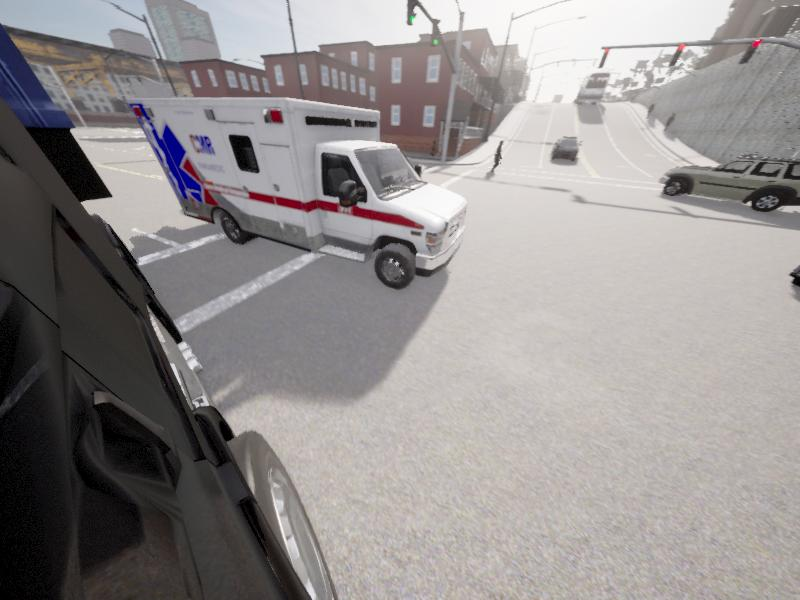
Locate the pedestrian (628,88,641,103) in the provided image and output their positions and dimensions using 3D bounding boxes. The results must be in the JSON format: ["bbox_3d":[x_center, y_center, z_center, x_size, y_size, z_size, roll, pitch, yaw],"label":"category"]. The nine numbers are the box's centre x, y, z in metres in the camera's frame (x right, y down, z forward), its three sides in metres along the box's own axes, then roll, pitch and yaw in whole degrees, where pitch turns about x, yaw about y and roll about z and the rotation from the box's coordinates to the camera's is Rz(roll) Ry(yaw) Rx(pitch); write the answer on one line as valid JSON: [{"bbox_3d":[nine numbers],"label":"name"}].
[{"bbox_3d":[42.032,-36.702,41.454,0.751,1.860,0.751,17,39,18],"label":"pedestrian"}]

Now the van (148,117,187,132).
[{"bbox_3d":[-43.857,-33.137,43.679,1.775,1.987,4.442,18,39,20],"label":"van"}]

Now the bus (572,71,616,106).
[{"bbox_3d":[35.022,-38.700,42.354,3.944,4.253,10.273,18,46,20],"label":"bus"}]

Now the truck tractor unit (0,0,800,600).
[{"bbox_3d":[-2.645,-0.295,0.351,6.516,4.208,3.053,28,44,30],"label":"truck tractor unit"}]

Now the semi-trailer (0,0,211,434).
[{"bbox_3d":[-9.303,-3.100,3.530,14.254,4.402,2.717,21,40,22],"label":"semi-trailer"}]

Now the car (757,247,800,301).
[{"bbox_3d":[9.605,-0.637,3.785,4.856,1.649,2.033,-6,37,-13],"label":"car"}]

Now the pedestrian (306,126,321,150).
[{"bbox_3d":[-8.409,-15.767,22.446,0.751,1.860,0.751,13,38,13],"label":"pedestrian"}]

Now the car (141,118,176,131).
[{"bbox_3d":[-46.910,-34.225,45.022,1.905,1.878,3.866,18,39,20],"label":"car"}]

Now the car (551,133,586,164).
[{"bbox_3d":[15.528,-14.268,21.555,1.930,1.638,5.238,18,45,20],"label":"car"}]

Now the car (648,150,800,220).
[{"bbox_3d":[14.717,-5.258,10.103,1.932,1.855,4.605,-18,41,-22],"label":"car"}]

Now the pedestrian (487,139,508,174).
[{"bbox_3d":[6.305,-9.295,14.958,0.751,1.860,0.751,16,39,17],"label":"pedestrian"}]

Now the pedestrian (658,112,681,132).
[{"bbox_3d":[31.894,-21.039,27.372,0.751,1.860,0.751,19,40,21],"label":"pedestrian"}]

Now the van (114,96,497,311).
[{"bbox_3d":[-1.842,-2.350,4.675,6.366,2.431,2.351,18,39,20],"label":"van"}]

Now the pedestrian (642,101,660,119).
[{"bbox_3d":[34.461,-26.110,31.798,0.751,1.860,0.751,18,39,19],"label":"pedestrian"}]
